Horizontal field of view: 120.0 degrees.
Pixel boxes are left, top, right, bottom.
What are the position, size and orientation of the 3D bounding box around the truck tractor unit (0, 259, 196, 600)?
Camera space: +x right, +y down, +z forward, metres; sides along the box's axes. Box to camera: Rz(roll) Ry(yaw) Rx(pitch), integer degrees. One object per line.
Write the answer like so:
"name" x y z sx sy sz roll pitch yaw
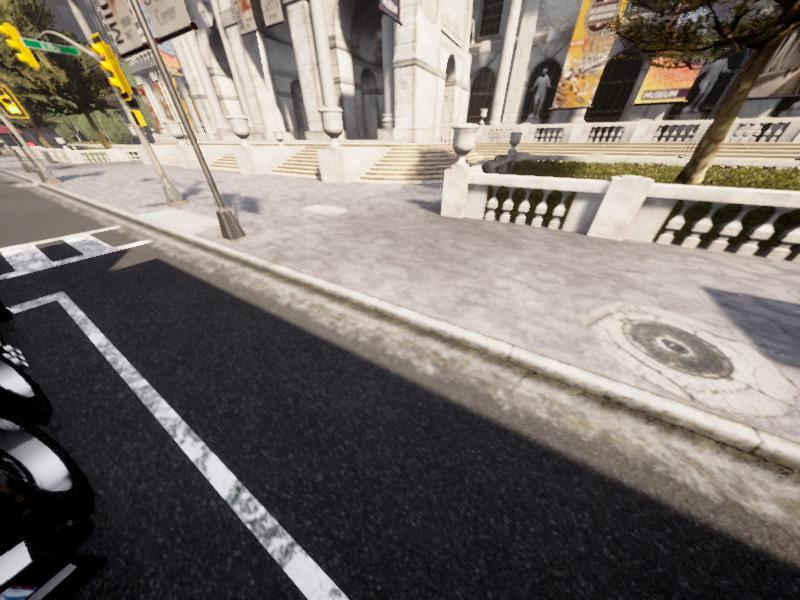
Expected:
"truck tractor unit" -5.103 -0.309 0.787 6.516 4.208 3.053 19 39 24
